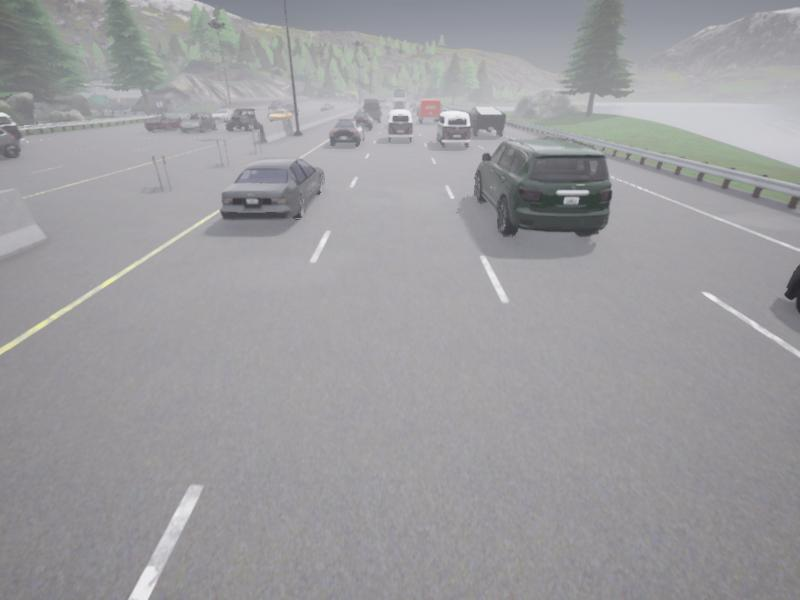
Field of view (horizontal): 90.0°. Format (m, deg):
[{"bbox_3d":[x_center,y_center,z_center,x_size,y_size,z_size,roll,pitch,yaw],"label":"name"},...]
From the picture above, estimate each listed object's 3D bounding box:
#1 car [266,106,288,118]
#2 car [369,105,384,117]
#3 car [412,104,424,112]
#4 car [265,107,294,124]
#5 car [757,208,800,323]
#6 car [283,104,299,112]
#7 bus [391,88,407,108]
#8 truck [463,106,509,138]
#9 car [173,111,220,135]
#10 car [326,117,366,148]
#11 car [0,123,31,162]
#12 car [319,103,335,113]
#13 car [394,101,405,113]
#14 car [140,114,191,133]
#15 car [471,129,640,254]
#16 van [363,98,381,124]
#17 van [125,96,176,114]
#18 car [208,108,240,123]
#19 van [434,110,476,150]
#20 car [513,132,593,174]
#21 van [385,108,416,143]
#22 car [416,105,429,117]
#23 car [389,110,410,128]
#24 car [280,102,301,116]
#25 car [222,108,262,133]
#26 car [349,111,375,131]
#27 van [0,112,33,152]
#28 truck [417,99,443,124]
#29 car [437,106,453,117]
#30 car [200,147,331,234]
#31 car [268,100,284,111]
[{"bbox_3d":[-17.580,-26.976,57.367,1.970,1.475,3.806,0,27,0],"label":"car"},{"bbox_3d":[-3.584,-29.008,61.284,2.007,1.525,4.514,0,27,0],"label":"car"},{"bbox_3d":[3.396,-36.604,76.298,1.895,1.301,4.718,0,27,0],"label":"car"},{"bbox_3d":[-14.067,-21.762,47.122,1.801,1.575,5.366,0,27,0],"label":"car"},{"bbox_3d":[6.986,0.322,4.341,2.007,1.525,4.514,0,27,0],"label":"car"},{"bbox_3d":[-21.106,-37.400,77.778,1.895,1.301,4.718,0,27,0],"label":"car"},{"bbox_3d":[-0.254,-50.067,99.212,3.944,4.253,10.273,0,27,0],"label":"bus"},{"bbox_3d":[6.950,-14.843,33.173,2.390,2.098,6.274,0,27,0],"label":"truck"},{"bbox_3d":[-17.554,-15.419,34.765,1.851,1.617,3.988,0,27,0],"label":"car"},{"bbox_3d":[-3.541,-11.490,27.254,2.038,1.542,4.974,0,27,0],"label":"car"},{"bbox_3d":[-21.022,-7.405,19.119,2.242,1.667,4.611,0,27,0],"label":"car"},{"bbox_3d":[-14.106,-37.428,77.816,2.152,1.651,5.027,0,27,0],"label":"car"},{"bbox_3d":[-0.101,-36.001,74.501,1.905,1.878,3.866,0,27,0],"label":"car"},{"bbox_3d":[-21.053,-15.979,36.183,1.895,1.301,4.718,0,27,0],"label":"car"},{"bbox_3d":[3.481,-3.169,10.548,2.150,2.045,5.566,0,27,0],"label":"car"},{"bbox_3d":[-3.332,-22.921,48.356,1.988,2.561,5.915,-1,27,-2],"label":"van"},{"bbox_3d":[-38.410,-30.103,61.738,5.915,2.561,1.988,0,27,0],"label":"van"},{"bbox_3d":[-21.069,-22.196,48.097,1.812,1.442,4.674,0,27,0],"label":"car"},{"bbox_3d":[3.460,-11.184,26.120,2.069,2.038,4.480,0,27,0],"label":"van"},{"bbox_3d":[6.968,-7.011,18.838,1.895,1.301,4.718,0,27,0],"label":"car"},{"bbox_3d":[0.017,-12.795,29.247,2.069,2.038,4.480,0,28,-1],"label":"van"},{"bbox_3d":[3.412,-29.068,61.477,1.816,1.474,4.193,0,27,0],"label":"car"},{"bbox_3d":[-0.052,-19.053,41.977,2.128,1.511,4.902,0,27,0],"label":"car"},{"bbox_3d":[-17.589,-30.838,64.516,2.097,1.767,4.553,0,27,0],"label":"car"},{"bbox_3d":[-14.054,-16.115,35.816,1.905,1.878,3.866,0,27,0],"label":"car"},{"bbox_3d":[-3.554,-17.190,38.317,2.038,1.542,4.974,0,27,0],"label":"car"},{"bbox_3d":[-24.534,-9.694,23.157,2.069,2.038,4.480,0,27,0],"label":"van"},{"bbox_3d":[3.443,-22.289,47.230,2.627,2.467,5.204,0,27,0],"label":"truck"},{"bbox_3d":[6.914,-28.919,61.391,1.895,1.301,4.718,0,27,0],"label":"car"},{"bbox_3d":[-3.520,-3.448,11.782,2.033,1.411,5.357,0,27,0],"label":"car"},{"bbox_3d":[-24.609,-38.566,79.419,1.905,1.878,3.866,0,27,0],"label":"car"}]
